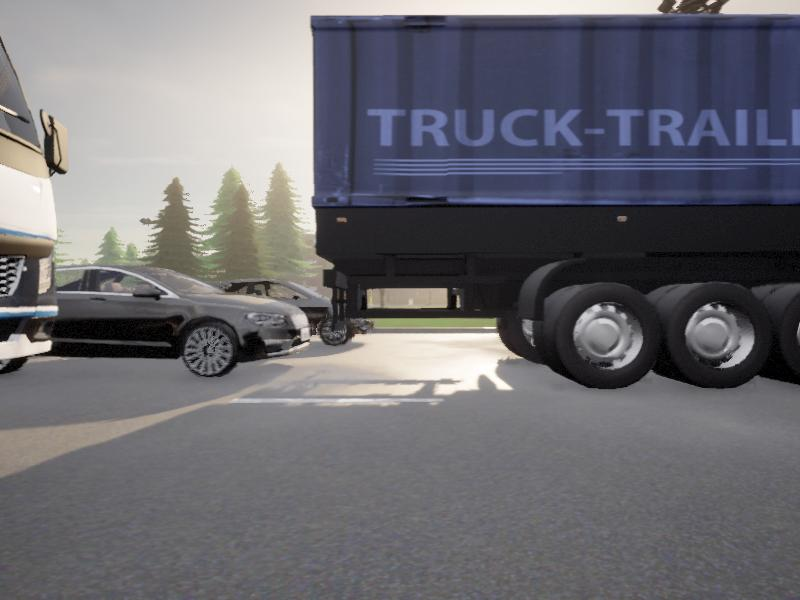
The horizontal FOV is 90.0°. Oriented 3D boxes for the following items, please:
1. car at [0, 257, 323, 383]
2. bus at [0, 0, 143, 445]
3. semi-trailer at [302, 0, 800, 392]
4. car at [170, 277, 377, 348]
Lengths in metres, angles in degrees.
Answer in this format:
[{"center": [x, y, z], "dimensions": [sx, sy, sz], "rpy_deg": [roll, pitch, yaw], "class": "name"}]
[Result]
[{"center": [-3.822, 0.241, 5.960], "dimensions": [4.902, 1.511, 2.128], "rpy_deg": [0, 0, 3], "class": "car"}, {"center": [-7.893, -1.127, 2.322], "dimensions": [10.273, 4.253, 3.944], "rpy_deg": [0, 0, 0], "class": "bus"}, {"center": [6.083, -1.222, 5.637], "dimensions": [14.254, 4.402, 2.717], "rpy_deg": [0, 0, 0], "class": "semi-trailer"}, {"center": [-2.679, 0.257, 9.202], "dimensions": [4.193, 1.474, 1.816], "rpy_deg": [0, 0, 0], "class": "car"}]
